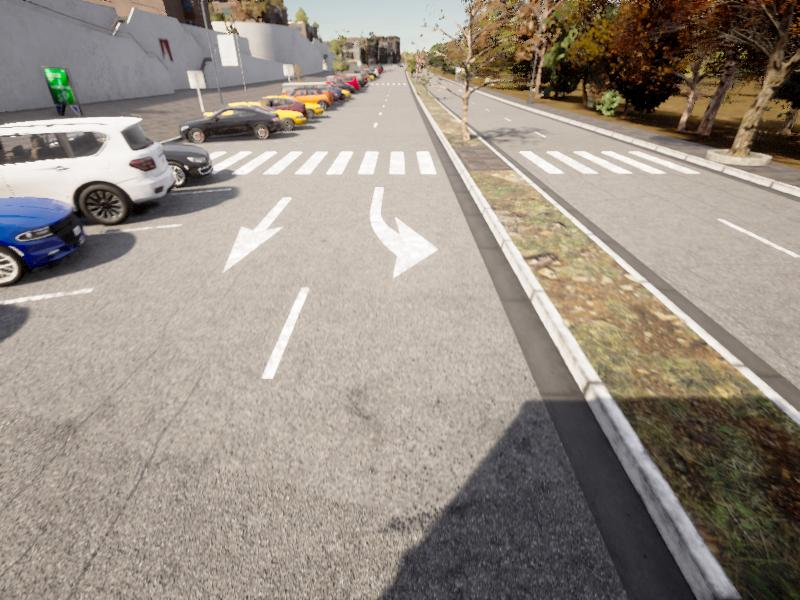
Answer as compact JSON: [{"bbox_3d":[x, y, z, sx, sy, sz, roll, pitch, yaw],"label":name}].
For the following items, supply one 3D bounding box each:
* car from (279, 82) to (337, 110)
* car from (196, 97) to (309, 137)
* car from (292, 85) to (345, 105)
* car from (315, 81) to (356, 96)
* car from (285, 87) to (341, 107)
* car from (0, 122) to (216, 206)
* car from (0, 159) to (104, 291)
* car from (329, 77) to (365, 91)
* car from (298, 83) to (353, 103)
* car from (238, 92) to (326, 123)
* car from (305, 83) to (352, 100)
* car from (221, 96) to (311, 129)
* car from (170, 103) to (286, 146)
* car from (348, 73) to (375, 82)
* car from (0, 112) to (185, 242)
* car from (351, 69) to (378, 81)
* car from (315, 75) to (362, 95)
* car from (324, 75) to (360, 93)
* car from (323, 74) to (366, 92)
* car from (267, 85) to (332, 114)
[{"bbox_3d":[-7.952,-17.654,34.546,4.442,1.987,1.878,-11,31,-17],"label":"car"},{"bbox_3d":[-7.887,-10.015,21.748,5.366,1.575,1.946,-11,31,-17],"label":"car"},{"bbox_3d":[-8.082,-20.404,39.778,4.792,1.488,2.163,-11,32,-17],"label":"car"},{"bbox_3d":[-8.048,-26.464,50.082,4.674,1.452,2.002,-11,32,-17],"label":"car"},{"bbox_3d":[-8.051,-18.899,37.215,4.674,1.452,2.002,-11,32,-17],"label":"car"},{"bbox_3d":[-8.073,-4.002,11.376,4.892,1.521,2.231,-11,31,-17],"label":"car"},{"bbox_3d":[-8.071,-1.002,6.219,5.008,1.535,2.097,-11,31,-17],"label":"car"},{"bbox_3d":[-8.043,-32.600,60.320,4.892,1.521,2.231,-11,33,-17],"label":"car"},{"bbox_3d":[-7.882,-21.987,42.407,5.366,1.575,1.946,-11,32,-17],"label":"car"},{"bbox_3d":[-7.885,-12.992,26.919,5.366,1.575,1.946,-11,31,-17],"label":"car"},{"bbox_3d":[-8.026,-23.441,44.949,4.792,1.488,2.163,-11,32,-17],"label":"car"},{"bbox_3d":[-8.086,-11.433,24.283,4.792,1.488,2.163,-11,32,-17],"label":"car"},{"bbox_3d":[-8.057,-8.451,19.131,4.674,1.452,2.002,-11,32,-17],"label":"car"},{"bbox_3d":[-8.213,-47.905,86.001,5.366,1.575,1.946,-11,33,-17],"label":"car"},{"bbox_3d":[-8.094,-2.712,8.654,5.566,2.045,2.435,-11,32,-17],"label":"car"},{"bbox_3d":[-8.018,-51.249,91.099,5.566,2.045,2.435,-11,32,-17],"label":"car"},{"bbox_3d":[-8.081,-28.229,52.489,5.566,2.045,2.435,-11,32,-17],"label":"car"},{"bbox_3d":[-7.945,-29.766,55.116,4.442,1.987,1.878,-11,32,-17],"label":"car"},{"bbox_3d":[-8.028,-31.298,57.641,5.566,2.045,2.435,-11,32,-17],"label":"car"},{"bbox_3d":[-8.030,-16.050,31.977,4.553,1.767,2.185,-11,32,-17],"label":"car"}]
